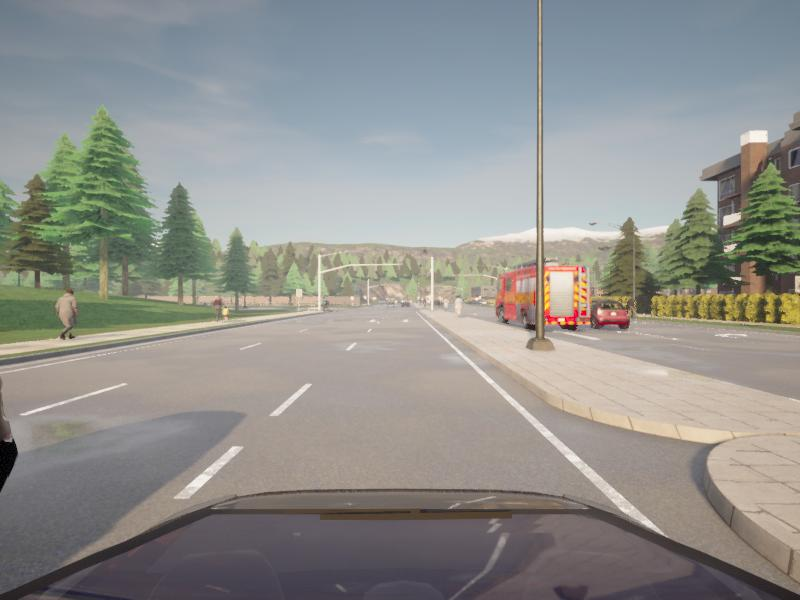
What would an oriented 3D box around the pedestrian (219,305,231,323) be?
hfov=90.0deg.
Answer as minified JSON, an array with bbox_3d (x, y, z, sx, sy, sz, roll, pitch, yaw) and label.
[{"bbox_3d":[-11.039,0.874,25.246,0.500,1.100,0.500,0,0,1],"label":"pedestrian"}]

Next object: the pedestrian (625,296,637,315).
[{"bbox_3d":[22.206,0.516,38.422,0.751,1.860,0.751,0,0,2],"label":"pedestrian"}]

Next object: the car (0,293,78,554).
[{"bbox_3d":[-3.531,0.779,0.704,2.033,1.649,4.856,0,0,0],"label":"car"}]

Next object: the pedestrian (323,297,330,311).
[{"bbox_3d":[-9.607,0.515,52.242,0.751,1.860,0.751,0,0,-27],"label":"pedestrian"}]

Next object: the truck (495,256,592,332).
[{"bbox_3d":[8.180,-0.300,24.203,2.891,3.827,8.468,0,0,0],"label":"truck"}]

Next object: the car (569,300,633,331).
[{"bbox_3d":[11.480,0.807,23.173,1.851,1.617,3.988,0,0,3],"label":"car"}]

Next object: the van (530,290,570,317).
[{"bbox_3d":[15.330,0.355,41.248,1.988,2.561,5.915,0,0,0],"label":"van"}]

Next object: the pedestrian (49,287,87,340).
[{"bbox_3d":[-11.992,0.485,14.473,0.751,1.860,0.751,0,0,3],"label":"pedestrian"}]

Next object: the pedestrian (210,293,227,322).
[{"bbox_3d":[-11.880,0.494,26.249,0.751,1.860,0.751,0,0,2],"label":"pedestrian"}]

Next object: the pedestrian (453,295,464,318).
[{"bbox_3d":[4.817,0.511,33.102,0.751,1.860,0.751,0,0,-5],"label":"pedestrian"}]

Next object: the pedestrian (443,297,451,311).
[{"bbox_3d":[6.310,0.581,53.955,0.751,1.860,0.751,0,0,42],"label":"pedestrian"}]
